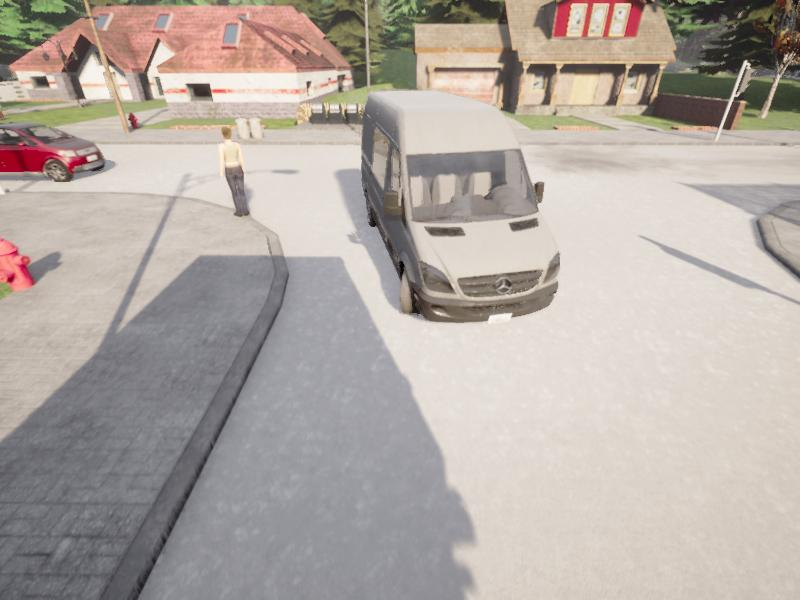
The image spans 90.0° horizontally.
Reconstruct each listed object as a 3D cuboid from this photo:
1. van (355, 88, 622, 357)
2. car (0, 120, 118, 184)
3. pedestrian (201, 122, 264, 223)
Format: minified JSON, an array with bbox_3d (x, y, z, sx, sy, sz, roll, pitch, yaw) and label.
[{"bbox_3d":[0.618,-2.005,6.900,1.988,2.561,5.915,-7,32,-10],"label":"van"},{"bbox_3d":[-11.297,-4.541,12.216,3.705,1.549,1.789,0,30,1],"label":"car"},{"bbox_3d":[-3.551,-2.717,8.543,0.751,1.860,0.751,-17,34,-27],"label":"pedestrian"}]
